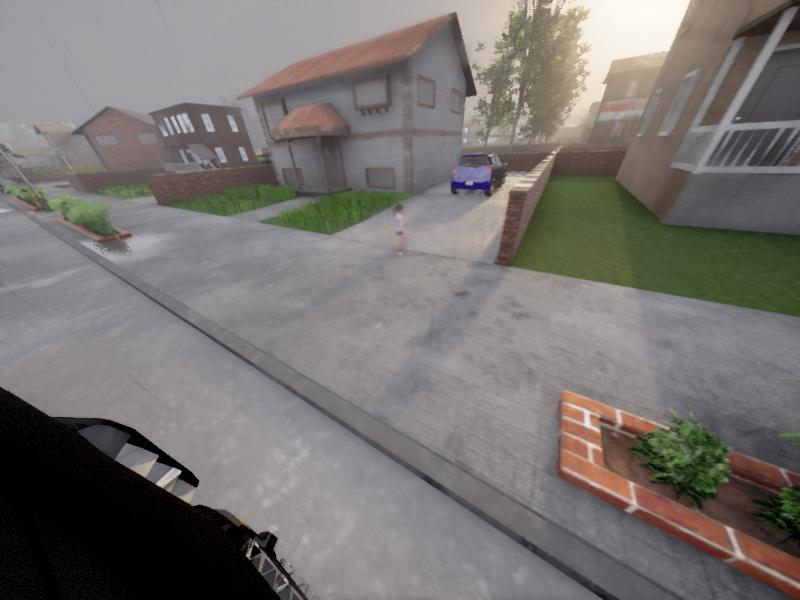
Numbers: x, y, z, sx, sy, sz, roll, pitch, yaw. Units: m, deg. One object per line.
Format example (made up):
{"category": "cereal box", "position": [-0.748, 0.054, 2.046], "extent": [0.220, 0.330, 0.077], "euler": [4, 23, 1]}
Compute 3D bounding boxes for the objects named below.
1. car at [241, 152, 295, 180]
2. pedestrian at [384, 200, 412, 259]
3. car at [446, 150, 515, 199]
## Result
{"category": "car", "position": [-11.495, -11.705, 20.224], "extent": [3.866, 1.878, 1.905], "euler": [16, 38, 27]}
{"category": "pedestrian", "position": [-0.045, -1.548, 5.078], "extent": [0.500, 1.100, 0.500], "euler": [-7, 34, -6]}
{"category": "car", "position": [3.636, -5.698, 10.269], "extent": [1.845, 1.501, 3.633], "euler": [16, 38, 27]}
